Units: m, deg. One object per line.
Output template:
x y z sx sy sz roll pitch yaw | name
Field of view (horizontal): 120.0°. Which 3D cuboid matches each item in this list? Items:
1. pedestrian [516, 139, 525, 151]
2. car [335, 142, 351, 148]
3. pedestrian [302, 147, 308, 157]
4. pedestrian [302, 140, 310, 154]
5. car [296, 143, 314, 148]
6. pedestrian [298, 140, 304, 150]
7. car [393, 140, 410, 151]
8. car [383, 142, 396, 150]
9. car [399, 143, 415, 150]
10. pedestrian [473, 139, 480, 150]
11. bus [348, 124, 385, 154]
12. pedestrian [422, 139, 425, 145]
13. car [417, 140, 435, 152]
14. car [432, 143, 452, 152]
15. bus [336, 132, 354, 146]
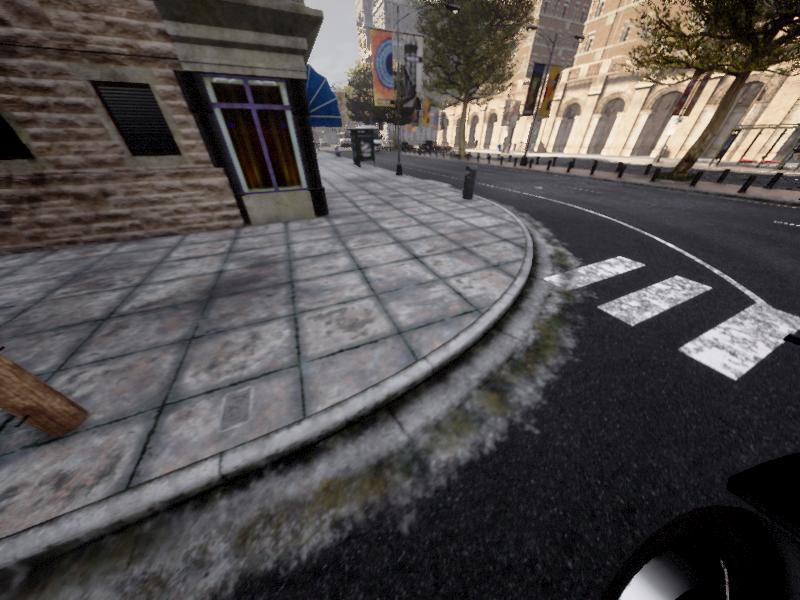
21.599 -27.742 41.362 0.751 1.860 0.751 -14 37 -19 | pedestrian
-16.385 -44.596 66.427 2.007 1.525 4.514 15 38 21 | car
-13.237 -20.684 32.335 0.500 1.100 0.500 -16 38 -21 | pedestrian
-16.121 -26.150 39.504 0.751 1.860 0.751 -15 38 -20 | pedestrian
-28.951 -47.053 70.273 4.718 1.301 1.895 -14 37 -19 | car
-23.166 -36.370 54.165 0.751 1.860 0.751 -17 38 -22 | pedestrian
0.262 -32.778 49.074 1.932 1.855 4.605 -14 37 -19 | car
-2.394 -36.155 54.226 1.845 1.501 3.633 -14 37 -19 | car
1.576 -35.892 53.948 1.994 1.385 4.181 -14 37 -19 | car
15.671 -31.900 47.360 0.751 1.860 0.751 -13 37 -17 | pedestrian
-6.619 -31.349 45.041 3.944 4.253 10.273 -14 37 -19 | bus
9.157 -61.676 89.921 0.751 1.860 0.751 -17 38 -22 | pedestrian
5.289 -31.206 46.764 1.905 1.878 3.866 -14 37 -19 | car
8.543 -31.365 47.465 1.895 1.301 4.718 -14 37 -19 | car
-21.274 -61.986 88.921 3.944 4.253 10.273 -14 37 -19 | bus
